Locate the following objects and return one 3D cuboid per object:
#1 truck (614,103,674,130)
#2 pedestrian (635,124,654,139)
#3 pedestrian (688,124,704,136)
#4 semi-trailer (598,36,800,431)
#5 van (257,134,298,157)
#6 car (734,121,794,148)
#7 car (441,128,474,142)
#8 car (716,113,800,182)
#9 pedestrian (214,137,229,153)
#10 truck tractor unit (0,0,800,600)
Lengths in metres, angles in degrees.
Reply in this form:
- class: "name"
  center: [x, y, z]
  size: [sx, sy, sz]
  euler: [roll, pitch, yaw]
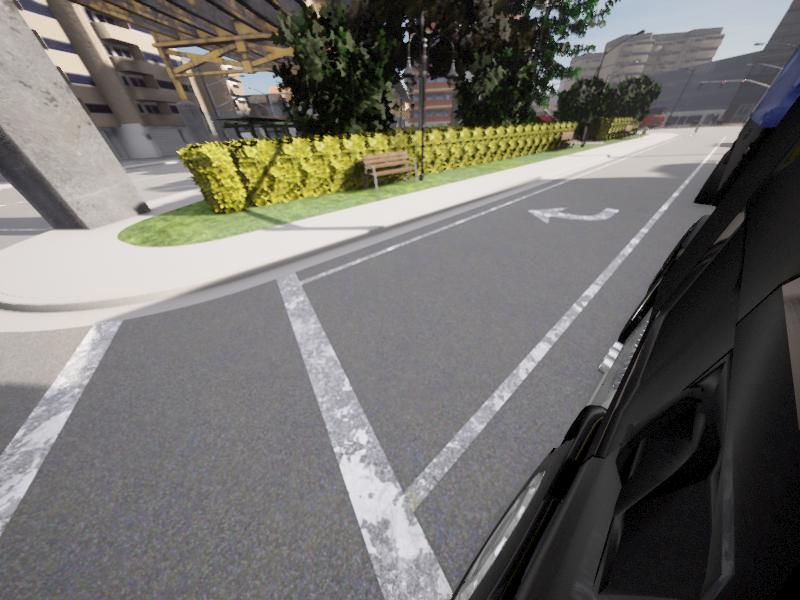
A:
- class: "truck"
  center: [48.546, -36.628, 46.507]
  size: [2.891, 3.827, 8.468]
  euler: [1, 36, 5]
- class: "pedestrian"
  center: [26.361, -18.201, 24.928]
  size: [0.751, 1.300, 0.751]
  euler: [-22, 41, -24]
- class: "pedestrian"
  center: [34.538, -19.808, 26.972]
  size: [0.500, 1.100, 0.500]
  euler: [-5, 37, -3]
- class: "semi-trailer"
  center: [8.659, -3.633, 4.263]
  size: [14.254, 4.402, 2.717]
  euler: [-29, 44, -30]
- class: "van"
  center: [-14.380, -18.456, 27.498]
  size: [2.069, 2.038, 4.480]
  euler: [1, 37, 5]
- class: "car"
  center: [27.451, -12.585, 17.526]
  size: [4.674, 1.442, 1.812]
  euler: [-28, 44, -30]
- class: "car"
  center: [9.329, -27.143, 37.964]
  size: [5.027, 1.651, 2.152]
  euler: [1, 37, 6]
- class: "car"
  center: [16.165, -6.718, 9.921]
  size: [5.566, 2.045, 2.150]
  euler: [-28, 44, -31]
- class: "pedestrian"
  center: [-25.490, -22.188, 33.045]
  size: [0.751, 1.860, 0.751]
  euler: [20, 42, 27]
- class: "truck tractor unit"
  center: [2.645, -0.295, 0.351]
  size: [6.516, 4.208, 3.053]
  euler: [-28, 44, -30]
